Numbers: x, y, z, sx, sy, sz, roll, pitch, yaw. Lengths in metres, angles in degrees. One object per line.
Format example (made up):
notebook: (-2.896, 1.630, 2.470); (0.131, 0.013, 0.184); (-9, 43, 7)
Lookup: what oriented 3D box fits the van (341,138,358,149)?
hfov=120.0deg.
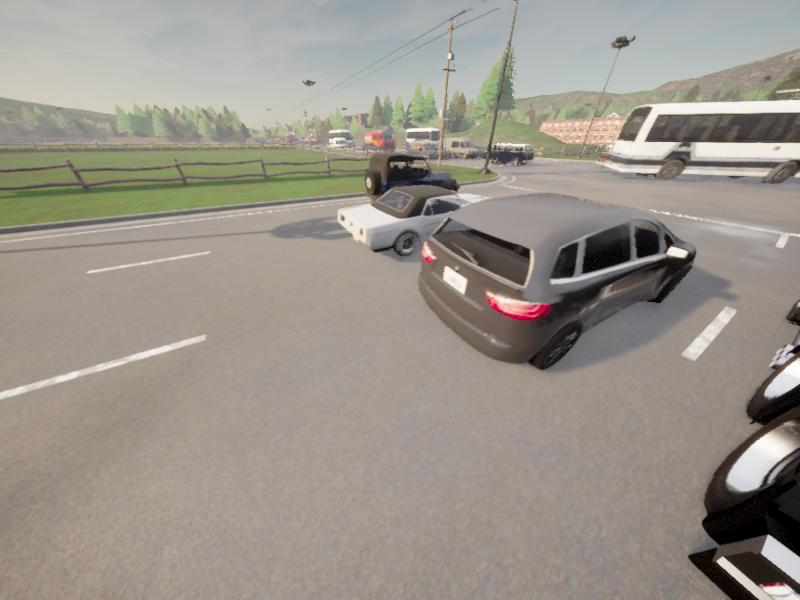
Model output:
van: (-14.621, -44.909, 66.322); (2.351, 2.431, 6.366); (-18, 39, -25)

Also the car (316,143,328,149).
car: (-22.299, -44.069, 65.972); (1.994, 1.385, 4.181); (-18, 39, -25)

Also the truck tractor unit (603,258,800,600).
truck tractor unit: (5.099, -0.311, 0.801); (6.516, 4.208, 3.053); (-19, 39, -25)

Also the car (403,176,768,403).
car: (2.617, -0.766, 3.666); (4.611, 1.667, 2.242); (-16, 38, -22)

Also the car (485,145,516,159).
car: (15.546, -23.164, 36.016); (1.851, 1.617, 3.988); (-18, 39, -25)

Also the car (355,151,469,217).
car: (0.467, -4.777, 9.223); (3.866, 1.878, 1.905); (-19, 39, -25)

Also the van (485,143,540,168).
van: (11.779, -15.419, 24.478); (2.069, 2.038, 4.480); (-22, 40, -28)

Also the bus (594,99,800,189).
bus: (20.664, -10.412, 15.403); (10.273, 4.253, 3.944); (9, 38, 13)

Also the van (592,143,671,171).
van: (21.826, -13.731, 22.132); (4.480, 2.038, 2.069); (10, 38, 14)

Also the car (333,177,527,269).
car: (0.886, -2.346, 6.252); (4.718, 1.301, 1.895); (-18, 39, -25)

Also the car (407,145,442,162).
car: (3.162, -19.498, 30.586); (2.242, 1.667, 4.611); (-19, 40, -25)

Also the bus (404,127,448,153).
bus: (5.199, -34.431, 49.819); (3.944, 4.253, 10.273); (-18, 39, -25)

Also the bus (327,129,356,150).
bus: (-15.816, -43.030, 62.014); (3.944, 4.253, 10.273); (-18, 39, -25)

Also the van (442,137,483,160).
van: (8.906, -22.133, 33.670); (1.988, 2.561, 5.915); (-18, 39, -25)

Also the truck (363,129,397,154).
truck: (-4.040, -31.286, 45.603); (2.891, 3.827, 8.468); (-19, 39, -25)

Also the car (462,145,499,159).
car: (12.122, -22.568, 35.121); (2.152, 1.651, 5.027); (-18, 39, -25)

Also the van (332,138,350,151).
van: (-13.691, -36.186, 53.708); (1.988, 2.561, 5.915); (-18, 39, -25)

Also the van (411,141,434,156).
van: (3.840, -26.823, 40.851); (1.775, 1.987, 4.442); (-18, 39, -25)

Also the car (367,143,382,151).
car: (-6.094, -36.232, 54.782); (1.812, 1.442, 4.674); (-18, 39, -25)

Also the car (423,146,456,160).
car: (5.542, -21.039, 32.983); (1.837, 1.490, 4.892); (-18, 39, -25)

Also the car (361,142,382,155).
car: (-5.263, -27.744, 42.209); (1.932, 1.855, 4.605); (-18, 38, -25)

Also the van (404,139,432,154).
van: (3.565, -31.197, 46.755); (2.351, 2.431, 6.366); (-18, 39, -25)
